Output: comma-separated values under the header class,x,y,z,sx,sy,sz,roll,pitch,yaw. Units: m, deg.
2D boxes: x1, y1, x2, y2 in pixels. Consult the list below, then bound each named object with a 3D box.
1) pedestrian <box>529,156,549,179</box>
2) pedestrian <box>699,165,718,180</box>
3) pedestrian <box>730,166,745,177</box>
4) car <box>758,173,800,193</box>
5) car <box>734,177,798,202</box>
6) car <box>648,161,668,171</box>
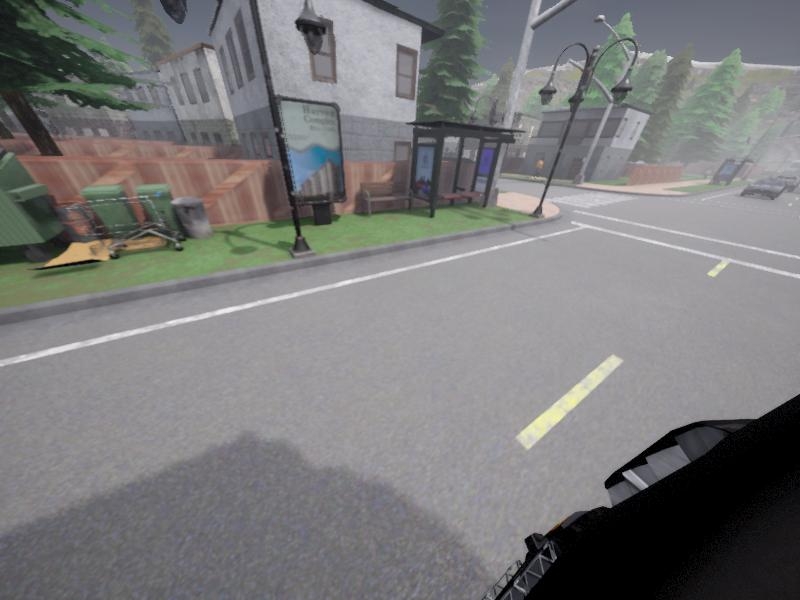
class,x,y,z,sx,sy,sz,roll,pitch,yaw
pedestrian,13.398,-12.760,22.276,0.751,1.860,0.751,-7,35,-15
pedestrian,44.582,-18.436,33.420,0.751,1.860,0.751,-17,38,-27
pedestrian,70.071,-26.704,47.964,0.751,1.860,0.751,13,35,14
car,42.697,-13.083,25.733,5.027,1.651,2.152,-17,38,-27
car,30.495,-9.299,19.231,5.357,1.411,2.033,-17,38,-27
car,66.034,-34.343,59.193,4.605,1.855,1.932,-18,39,-28
